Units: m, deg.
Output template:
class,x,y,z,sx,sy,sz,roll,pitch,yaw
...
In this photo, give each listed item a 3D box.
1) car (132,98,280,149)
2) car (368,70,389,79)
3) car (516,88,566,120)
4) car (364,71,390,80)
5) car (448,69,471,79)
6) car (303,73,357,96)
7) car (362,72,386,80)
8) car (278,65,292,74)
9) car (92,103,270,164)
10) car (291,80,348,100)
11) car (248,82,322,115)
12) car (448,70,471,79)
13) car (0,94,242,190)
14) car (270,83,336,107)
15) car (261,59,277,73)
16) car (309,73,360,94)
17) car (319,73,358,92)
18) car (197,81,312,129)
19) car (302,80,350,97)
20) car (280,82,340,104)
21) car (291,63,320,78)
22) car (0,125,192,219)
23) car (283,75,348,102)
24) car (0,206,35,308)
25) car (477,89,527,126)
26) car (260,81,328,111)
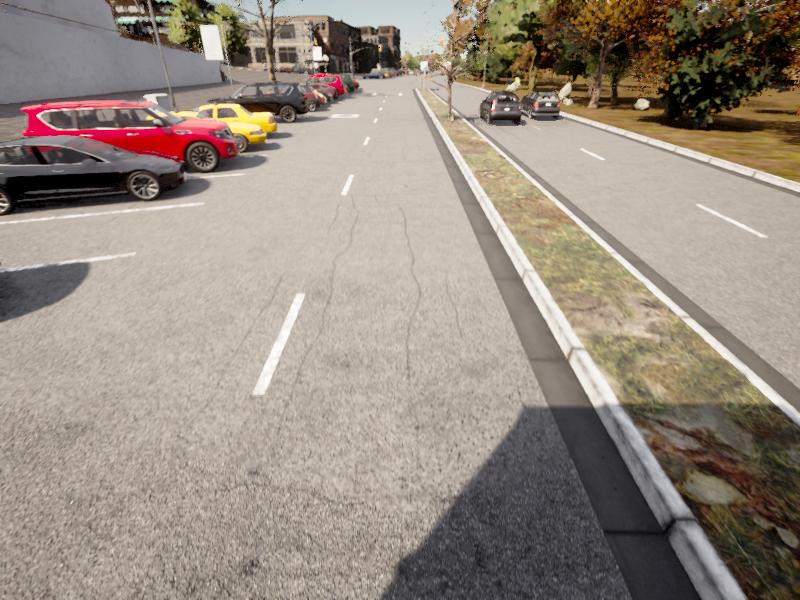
class,x,y,z,sx,sy,sz,roll,pitch,yaw
car,-8.218,-7.804,17.503,5.366,1.575,1.946,-11,32,-17
car,-4.933,-51.558,91.396,4.553,1.767,2.185,-8,31,-12
car,8.770,-12.391,25.232,1.789,1.549,3.705,0,31,0
car,-5.027,-49.961,88.911,5.366,1.575,1.946,-8,31,-12
car,13.056,-49.992,88.430,4.442,1.987,1.878,-7,32,-12
car,-8.020,-24.770,45.895,5.566,2.045,2.435,-11,32,-17
car,-5.672,-48.409,86.352,4.792,1.488,2.163,-8,31,-12
car,-22.392,-44.841,77.858,2.002,1.452,4.674,-5,30,-20
car,-7.873,-6.346,15.034,5.366,1.575,1.946,-11,32,-17
car,-8.190,-21.493,40.788,5.366,1.575,1.946,-11,32,-17
car,-8.005,-14.051,27.839,4.553,1.767,2.185,-11,32,-17
car,13.440,-51.410,91.041,4.553,1.767,2.185,-7,31,-12
car,-8.029,-4.998,12.285,5.566,2.045,2.435,-11,32,-17
car,-8.036,-16.976,33.075,4.892,1.521,2.231,-11,32,-17
car,-25.387,-45.357,77.625,2.435,2.045,5.566,-5,30,-19
car,-7.947,-26.303,48.516,5.566,2.045,2.435,-11,31,-16
car,-7.831,-27.814,51.150,4.442,1.987,1.878,-11,31,-16
car,-8.067,-11.100,22.583,5.566,2.045,2.435,-11,32,-17
car,-8.000,-23.006,43.456,4.674,1.452,2.002,-11,32,-17
car,-8.051,-18.460,35.664,4.792,1.488,2.163,-11,32,-17
car,-16.561,-40.388,70.373,4.605,1.855,1.932,5,29,-3
car,-8.027,-3.222,9.847,4.792,1.488,2.163,-11,32,-17
car,-8.051,-20.219,38.115,5.566,2.045,2.435,-11,32,-17
car,-8.051,-0.168,4.663,5.008,1.535,2.097,-11,33,-17
car,5.772,-11.232,23.212,1.851,1.617,3.988,0,31,0
car,-8.065,-15.562,30.414,4.553,1.767,2.185,-11,32,-17
